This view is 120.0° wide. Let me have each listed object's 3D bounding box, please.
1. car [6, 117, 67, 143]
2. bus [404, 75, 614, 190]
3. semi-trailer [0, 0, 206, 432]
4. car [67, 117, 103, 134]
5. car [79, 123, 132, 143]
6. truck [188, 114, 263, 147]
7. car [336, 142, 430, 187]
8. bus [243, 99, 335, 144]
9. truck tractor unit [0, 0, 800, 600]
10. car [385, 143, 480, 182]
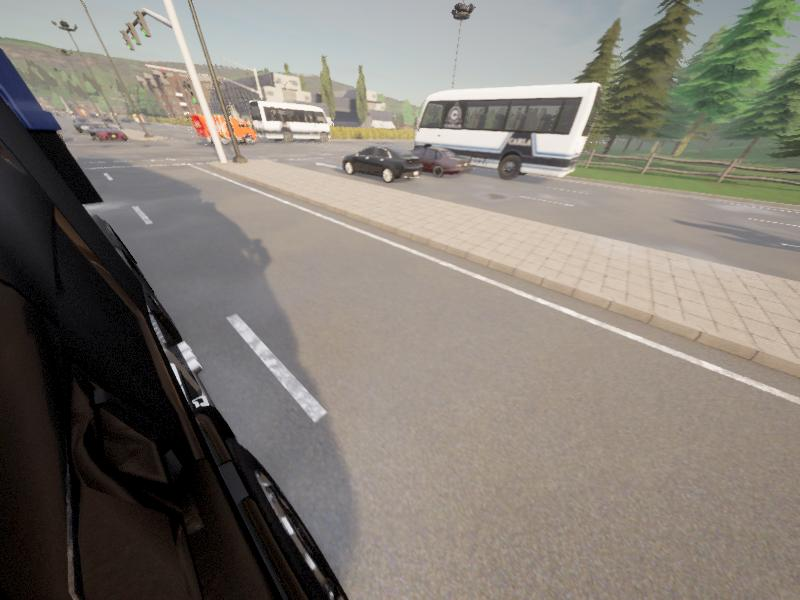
[{"bbox_3d":[-31.589,-14.887,20.205,5.027,1.651,2.152,28,43,30],"label":"car"},{"bbox_3d":[5.572,-10.259,14.325,10.273,4.253,3.944,28,44,30],"label":"bus"},{"bbox_3d":[-9.011,-3.373,3.894,14.254,4.402,2.717,24,41,26],"label":"semi-trailer"},{"bbox_3d":[-41.422,-22.947,30.381,4.856,1.649,2.033,28,44,30],"label":"car"},{"bbox_3d":[-29.020,-16.493,22.757,4.181,1.385,1.994,22,41,24],"label":"car"},{"bbox_3d":[-18.192,-17.869,24.437,2.627,2.467,5.204,25,42,27],"label":"truck"},{"bbox_3d":[-1.039,-7.313,12.214,4.892,1.490,1.837,28,43,30],"label":"car"},{"bbox_3d":[-14.781,-24.512,32.129,3.944,4.253,10.273,28,43,30],"label":"bus"},{"bbox_3d":[-2.645,-0.295,0.351,6.516,4.208,3.053,28,44,30],"label":"truck tractor unit"},{"bbox_3d":[1.746,-8.506,14.098,5.357,1.411,2.033,28,44,30],"label":"car"}]
